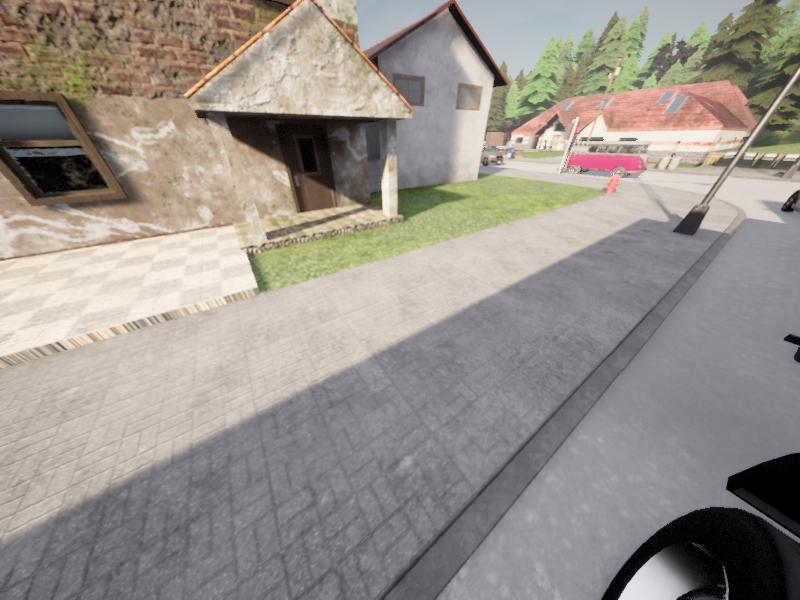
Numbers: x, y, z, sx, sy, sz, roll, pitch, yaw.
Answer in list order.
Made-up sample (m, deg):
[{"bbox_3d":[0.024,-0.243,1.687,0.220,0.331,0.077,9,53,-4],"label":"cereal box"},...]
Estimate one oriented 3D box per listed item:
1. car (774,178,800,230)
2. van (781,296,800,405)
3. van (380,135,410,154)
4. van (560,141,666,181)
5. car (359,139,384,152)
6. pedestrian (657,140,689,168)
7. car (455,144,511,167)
[{"bbox_3d":[13.452,-2.995,6.716,3.705,1.549,1.789,-30,45,-35],"label":"car"},{"bbox_3d":[7.055,-0.488,2.357,5.915,2.561,1.988,-21,40,-27],"label":"van"},{"bbox_3d":[-0.967,-26.209,38.889,1.988,2.561,5.915,-22,41,-27],"label":"van"},{"bbox_3d":[13.890,-9.431,15.468,1.775,1.987,4.442,-22,40,-27],"label":"van"},{"bbox_3d":[-5.523,-29.819,44.467,2.150,2.045,5.566,-22,40,-27],"label":"car"},{"bbox_3d":[21.596,-11.555,18.310,0.751,1.860,0.751,-20,40,-26],"label":"pedestrian"},{"bbox_3d":[7.937,-14.304,22.693,2.242,1.667,4.611,-22,40,-27],"label":"car"}]
